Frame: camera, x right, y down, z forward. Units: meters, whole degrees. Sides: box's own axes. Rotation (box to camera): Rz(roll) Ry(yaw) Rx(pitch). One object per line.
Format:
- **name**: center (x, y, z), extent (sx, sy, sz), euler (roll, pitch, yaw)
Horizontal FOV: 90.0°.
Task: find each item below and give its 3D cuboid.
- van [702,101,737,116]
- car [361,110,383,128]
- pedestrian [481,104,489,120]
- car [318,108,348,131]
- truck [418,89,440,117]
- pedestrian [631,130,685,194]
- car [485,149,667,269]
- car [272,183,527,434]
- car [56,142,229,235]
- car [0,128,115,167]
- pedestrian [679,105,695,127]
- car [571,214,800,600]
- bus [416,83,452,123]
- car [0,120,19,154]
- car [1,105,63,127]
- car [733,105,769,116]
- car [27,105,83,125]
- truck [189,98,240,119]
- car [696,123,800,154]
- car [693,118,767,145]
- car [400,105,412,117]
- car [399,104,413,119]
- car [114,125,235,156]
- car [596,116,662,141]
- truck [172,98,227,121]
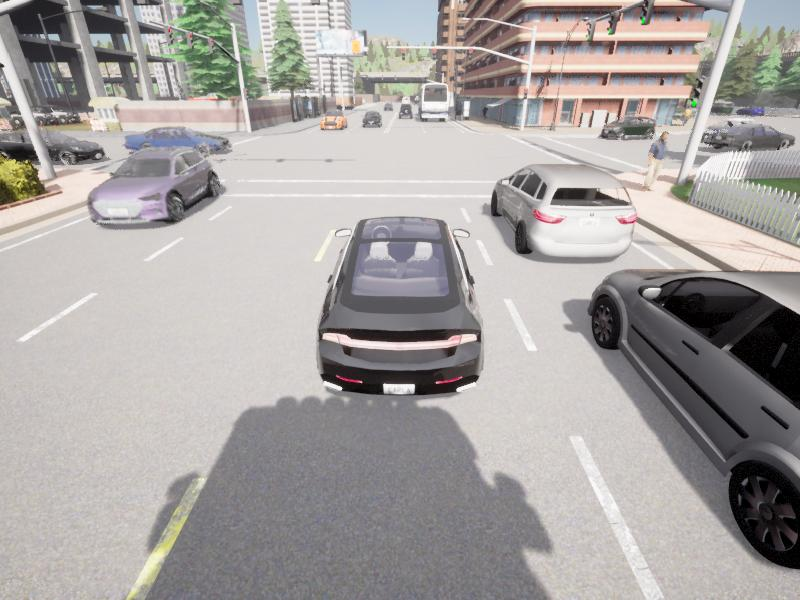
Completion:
- **van**: center (51.509, -30.945, 64.620), extent (1.775, 1.987, 4.442), euler (1, 27, 1)
- **car**: center (-2.899, -19.100, 42.205), extent (1.837, 1.490, 4.892), euler (0, 27, 1)
- **pedestrian**: center (10.574, -23.408, 49.809), extent (0.751, 1.860, 0.751), euler (0, 27, 0)
- **car**: center (-6.451, -17.662, 39.074), extent (2.097, 1.767, 4.553), euler (0, 27, 1)
- **truck**: center (4.448, -31.285, 63.385), extent (2.891, 3.827, 8.468), euler (0, 27, 1)
- **pedestrian**: center (8.176, -4.395, 12.763), extent (0.751, 1.860, 0.751), euler (2, 27, 4)
- **car**: center (3.608, -2.400, 9.471), extent (2.242, 1.667, 4.611), euler (1, 27, 1)
- **car**: center (0.025, -0.455, 5.857), extent (2.128, 1.511, 4.902), euler (0, 27, 1)
- **car**: center (-6.890, -3.452, 11.572), extent (2.033, 1.649, 4.856), euler (-1, 27, -4)
- **car**: center (-16.983, -7.347, 19.199), extent (4.792, 1.488, 2.163), euler (0, 27, 0)
- **pedestrian**: center (28.050, -17.982, 39.115), extent (0.751, 1.860, 0.751), euler (14, 30, 25)
- **car**: center (3.497, 0.483, 3.924), extent (1.851, 1.617, 3.988), euler (0, 27, 1)
- **bus**: center (4.143, -25.666, 51.982), extent (3.944, 4.253, 10.273), euler (0, 27, 1)
- **car**: center (-24.883, -9.057, 22.326), extent (4.611, 1.667, 2.242), euler (0, 27, 0)
- **car**: center (-36.855, -18.481, 40.152), extent (3.866, 1.878, 1.905), euler (0, 27, 1)
- **car**: center (54.963, -29.702, 62.748), extent (1.816, 1.474, 4.193), euler (1, 27, 1)
- **car**: center (-36.818, -19.824, 42.768), extent (3.866, 1.878, 1.905), euler (0, 27, 1)
- **truck**: center (-25.008, -25.967, 54.168), extent (5.204, 2.467, 2.615), euler (0, 27, 1)
- **car**: center (20.875, -9.683, 23.842), extent (5.357, 1.411, 2.033), euler (-8, 28, -15)
- **car**: center (22.966, -11.803, 27.882), extent (3.806, 1.475, 1.970), euler (-10, 29, -19)
- **car**: center (0.932, -29.955, 63.301), extent (1.801, 1.575, 5.366), euler (0, 27, 1)
- **car**: center (0.821, -26.464, 56.115), extent (1.905, 1.878, 3.866), euler (0, 27, 1)
- **car**: center (-12.492, -8.997, 22.544), extent (5.357, 1.411, 2.033), euler (-2, 27, -4)
- **car**: center (16.833, -12.648, 29.444), extent (3.705, 1.549, 1.789), euler (-7, 28, -13)
- **truck**: center (-25.062, -23.999, 50.333), extent (5.204, 2.467, 2.615), euler (0, 27, 1)
